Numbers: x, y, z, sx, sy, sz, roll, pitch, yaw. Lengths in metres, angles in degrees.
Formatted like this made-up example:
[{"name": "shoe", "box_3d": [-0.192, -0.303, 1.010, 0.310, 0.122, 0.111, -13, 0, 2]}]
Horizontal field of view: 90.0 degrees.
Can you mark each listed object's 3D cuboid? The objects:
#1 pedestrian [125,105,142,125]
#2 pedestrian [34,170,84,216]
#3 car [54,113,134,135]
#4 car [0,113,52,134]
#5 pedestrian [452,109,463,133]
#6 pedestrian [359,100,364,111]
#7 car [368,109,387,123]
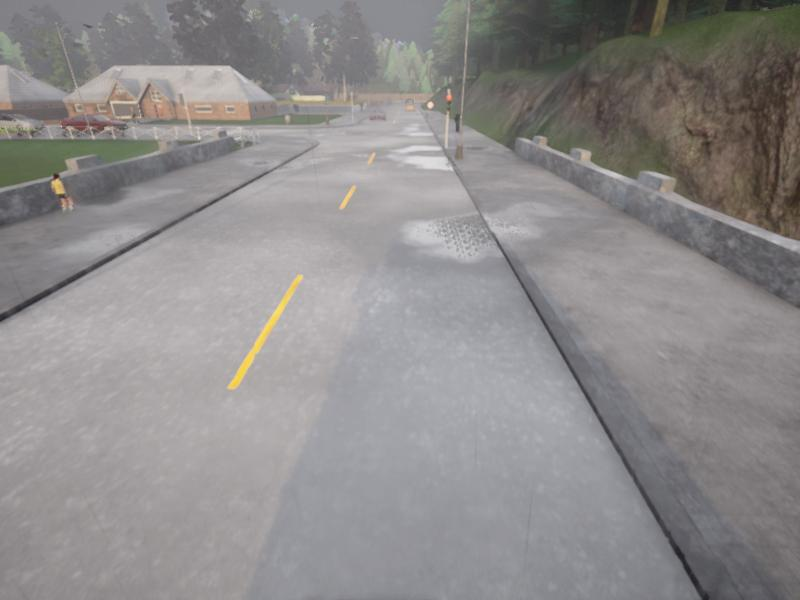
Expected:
[{"name": "pedestrian", "box_3d": [-27.767, -19.298, 41.700, 0.751, 1.860, 0.751, 0, 27, 1]}, {"name": "pedestrian", "box_3d": [-8.996, -2.827, 10.584, 0.500, 1.100, 0.500, 1, 27, 1]}, {"name": "car", "box_3d": [-25.607, -14.827, 33.645, 5.008, 1.535, 1.882, 1, 27, 2]}, {"name": "car", "box_3d": [-32.649, -14.901, 33.760, 4.514, 1.525, 2.007, 1, 27, 1]}, {"name": "pedestrian", "box_3d": [4.823, -14.975, 33.475, 0.751, 1.860, 0.751, 2, 27, 3]}, {"name": "pedestrian", "box_3d": [-7.381, -37.211, 76.682, 0.751, 1.860, 0.751, 0, 27, 0]}, {"name": "car", "box_3d": [-2.730, -23.080, 50.025, 1.994, 1.385, 4.181, 1, 27, 1]}]
